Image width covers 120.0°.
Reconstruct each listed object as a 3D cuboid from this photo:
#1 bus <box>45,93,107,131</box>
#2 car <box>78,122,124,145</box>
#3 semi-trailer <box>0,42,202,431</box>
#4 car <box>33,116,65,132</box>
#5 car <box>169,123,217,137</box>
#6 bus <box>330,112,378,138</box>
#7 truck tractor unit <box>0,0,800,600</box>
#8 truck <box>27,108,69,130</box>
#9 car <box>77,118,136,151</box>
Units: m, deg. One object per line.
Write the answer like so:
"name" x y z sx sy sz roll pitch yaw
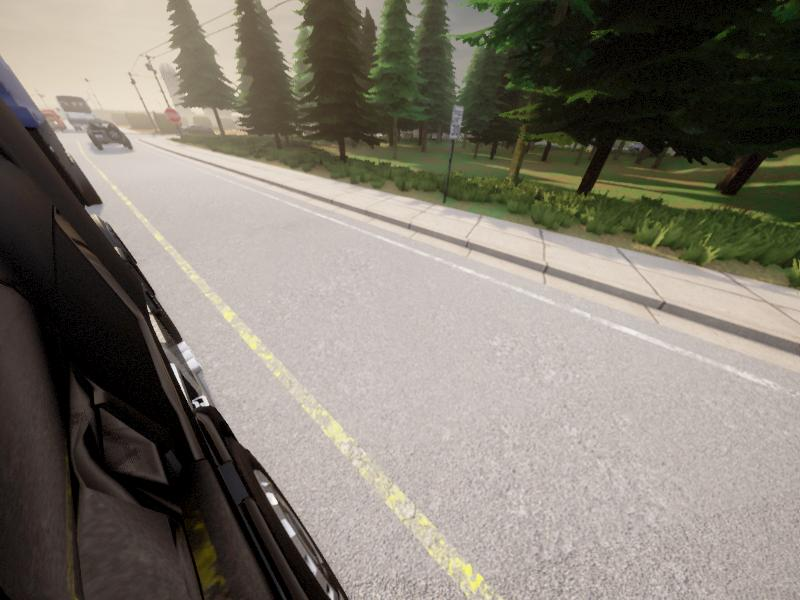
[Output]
"bus" -52.381 -30.287 37.520 10.273 4.253 3.944 29 44 31
"car" -27.672 -15.477 21.429 4.514 1.525 2.007 31 45 33
"semi-trailer" -8.706 -3.593 4.230 14.254 4.402 2.717 28 44 30
"car" -50.055 -25.185 33.034 3.988 1.617 1.851 29 44 31
"car" -31.623 -26.044 35.428 2.128 1.511 4.902 27 43 29
"bus" -10.084 -39.271 52.156 3.944 4.253 10.273 27 43 29
"truck tractor unit" -2.645 -0.295 0.351 6.516 4.208 3.053 28 44 30
"truck" -55.192 -28.423 36.346 5.204 2.467 2.627 29 44 31
"car" -22.801 -12.869 17.930 4.605 1.855 1.932 29 44 31
